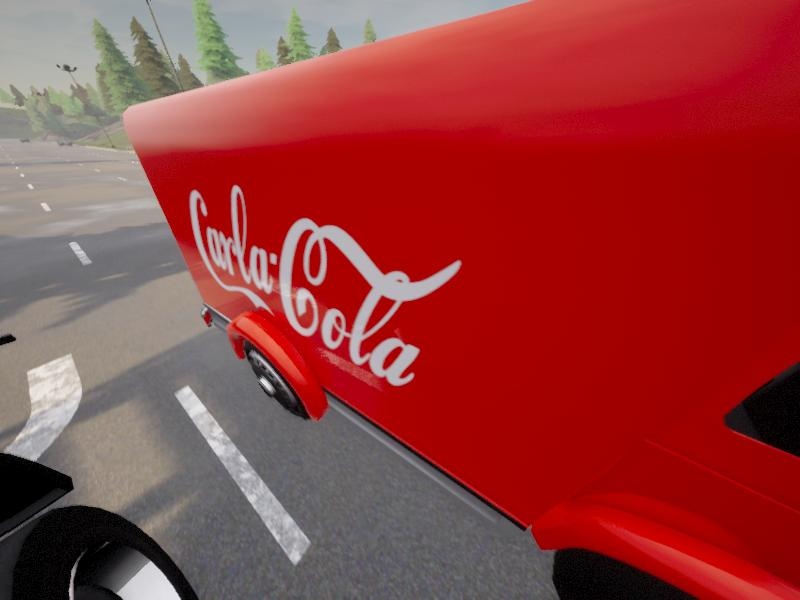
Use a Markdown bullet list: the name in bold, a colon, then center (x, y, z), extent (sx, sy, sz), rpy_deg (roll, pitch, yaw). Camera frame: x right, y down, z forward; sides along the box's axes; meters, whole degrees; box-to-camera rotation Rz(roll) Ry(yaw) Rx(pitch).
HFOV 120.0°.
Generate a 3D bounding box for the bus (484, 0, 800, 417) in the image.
- **bus**: center (6.730, -0.846, 1.482), extent (10.273, 4.253, 3.944), rpy_deg (22, 41, 28)

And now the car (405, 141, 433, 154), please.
- **car**: center (3.386, -26.629, 40.263), extent (2.152, 1.651, 5.027), rpy_deg (29, 44, 34)

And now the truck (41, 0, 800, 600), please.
- **truck**: center (0.569, -0.073, 1.873), extent (5.204, 2.467, 2.627), rpy_deg (22, 41, 28)
